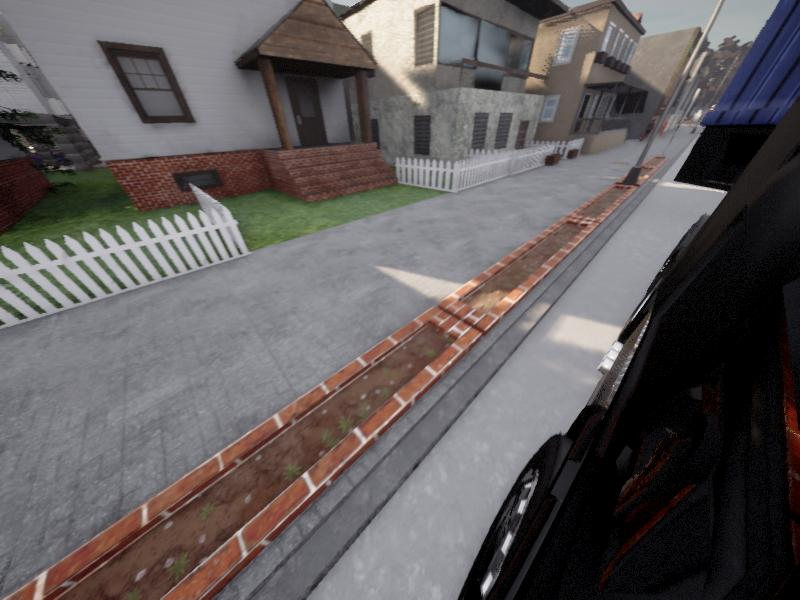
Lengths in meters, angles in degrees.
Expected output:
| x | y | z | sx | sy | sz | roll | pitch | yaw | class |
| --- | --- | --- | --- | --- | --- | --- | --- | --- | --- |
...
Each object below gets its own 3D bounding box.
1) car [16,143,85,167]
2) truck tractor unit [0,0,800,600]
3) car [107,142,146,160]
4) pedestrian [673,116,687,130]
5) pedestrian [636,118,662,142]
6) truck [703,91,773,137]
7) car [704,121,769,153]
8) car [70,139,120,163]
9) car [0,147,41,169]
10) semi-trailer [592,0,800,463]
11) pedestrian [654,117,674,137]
| x | y | z | sx | sy | sz | roll | pitch | yaw | class |
| --- | --- | --- | --- | --- | --- | --- | --- | --- | --- |
| -35.522 | -14.974 | 23.748 | 2.242 | 1.667 | 4.611 | -23 | 42 | -25 | car |
| 2.645 | -0.295 | 0.351 | 6.516 | 4.208 | 3.053 | -28 | 44 | -30 | truck tractor unit |
| -31.387 | -17.219 | 26.620 | 1.845 | 1.501 | 3.633 | -23 | 42 | -25 | car |
| 47.031 | -29.687 | 38.797 | 0.751 | 1.860 | 0.751 | 23 | 44 | 30 | pedestrian |
| 24.431 | -16.648 | 22.668 | 0.751 | 1.860 | 0.751 | -12 | 38 | -13 | pedestrian |
| 40.489 | -22.354 | 27.997 | 8.468 | 3.827 | 2.891 | -31 | 45 | -32 | truck |
| 24.348 | -12.032 | 16.953 | 5.238 | 1.638 | 1.930 | -31 | 46 | -33 | car |
| -33.424 | -16.491 | 25.476 | 1.905 | 1.878 | 3.866 | -23 | 42 | -25 | car |
| -37.573 | -13.590 | 22.131 | 1.816 | 1.474 | 4.193 | -23 | 42 | -25 | car |
| 10.109 | -1.319 | 1.158 | 14.254 | 4.402 | 2.717 | -2 | 36 | 1 | semi-trailer |
| 31.276 | -20.467 | 27.381 | 0.751 | 1.860 | 0.751 | -31 | 45 | -32 | pedestrian |
